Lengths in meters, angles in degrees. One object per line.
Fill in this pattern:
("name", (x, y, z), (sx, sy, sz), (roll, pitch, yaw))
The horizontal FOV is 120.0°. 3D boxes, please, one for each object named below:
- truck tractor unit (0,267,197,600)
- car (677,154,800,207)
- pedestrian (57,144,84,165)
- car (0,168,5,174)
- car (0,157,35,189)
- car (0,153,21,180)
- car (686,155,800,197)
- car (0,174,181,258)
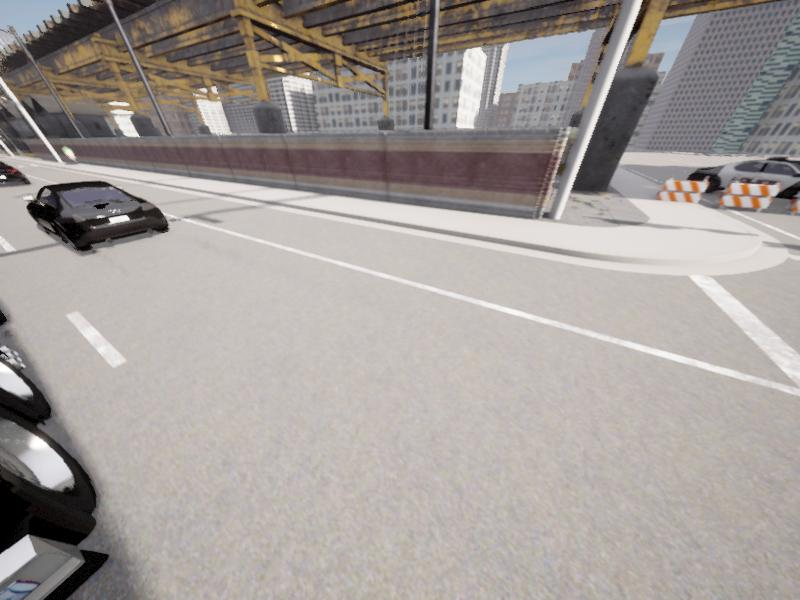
("truck tractor unit", (-5.116, -0.296, 0.773), (6.516, 4.208, 3.053), (18, 39, 24))
("car", (16.131, -5.176, 9.889), (2.038, 1.542, 4.974), (-10, 36, -14))
("pedestrian", (-34.736, -15.328, 24.388), (0.751, 1.860, 0.751), (18, 39, 24))
("car", (-36.894, -11.704, 19.820), (4.902, 1.511, 2.128), (18, 39, 24))
("car", (-25.479, -8.007, 14.466), (4.674, 1.442, 1.812), (18, 39, 24))
("car", (-30.989, -9.873, 16.997), (4.611, 1.667, 2.242), (18, 39, 24))
("car", (16.115, -5.334, 9.840), (1.853, 1.218, 4.536), (-10, 36, -14))
("car", (-8.872, -2.639, 6.672), (4.181, 1.385, 1.994), (18, 39, 24))
